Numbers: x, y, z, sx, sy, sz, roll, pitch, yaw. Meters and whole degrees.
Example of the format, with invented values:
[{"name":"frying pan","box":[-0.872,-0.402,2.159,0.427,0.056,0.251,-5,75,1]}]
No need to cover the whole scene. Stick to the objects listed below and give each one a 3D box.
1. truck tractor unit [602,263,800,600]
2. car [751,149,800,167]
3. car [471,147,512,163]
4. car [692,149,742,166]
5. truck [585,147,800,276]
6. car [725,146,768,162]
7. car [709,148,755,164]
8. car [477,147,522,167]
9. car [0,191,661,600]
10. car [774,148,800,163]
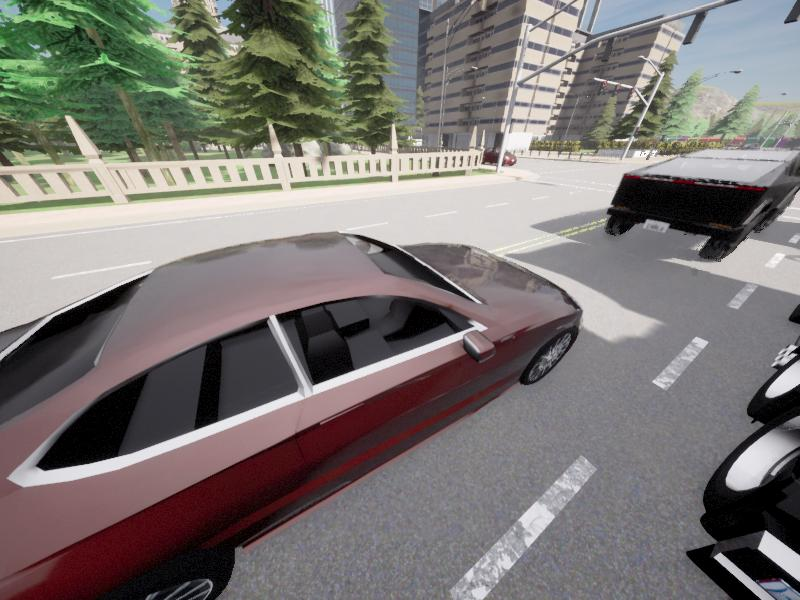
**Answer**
[{"name":"truck tractor unit","box":[5.108,-0.304,0.785,6.516,4.208,3.053,-18,39,-24]},{"name":"car","box":[42.201,-15.937,25.843,4.974,1.542,2.038,-18,39,-24]},{"name":"car","box":[11.418,-18.381,29.220,1.812,1.442,4.674,-18,39,-24]},{"name":"car","box":[35.942,-16.241,26.241,4.514,1.525,2.007,-17,38,-23]},{"name":"truck","box":[8.493,-2.852,6.321,6.274,2.098,2.390,-18,39,-24]},{"name":"car","box":[47.400,-19.982,31.605,4.856,1.649,2.033,-18,39,-24]},{"name":"car","box":[41.374,-17.975,28.766,4.974,1.542,2.038,-18,39,-24]},{"name":"car","box":[10.493,-15.293,24.635,1.851,1.617,3.988,-17,38,-23]},{"name":"car","box":[-0.470,0.270,2.189,5.027,1.651,2.152,-18,39,-24]},{"name":"car","box":[53.767,-19.705,31.353,4.902,1.511,2.128,-18,39,-24]}]
